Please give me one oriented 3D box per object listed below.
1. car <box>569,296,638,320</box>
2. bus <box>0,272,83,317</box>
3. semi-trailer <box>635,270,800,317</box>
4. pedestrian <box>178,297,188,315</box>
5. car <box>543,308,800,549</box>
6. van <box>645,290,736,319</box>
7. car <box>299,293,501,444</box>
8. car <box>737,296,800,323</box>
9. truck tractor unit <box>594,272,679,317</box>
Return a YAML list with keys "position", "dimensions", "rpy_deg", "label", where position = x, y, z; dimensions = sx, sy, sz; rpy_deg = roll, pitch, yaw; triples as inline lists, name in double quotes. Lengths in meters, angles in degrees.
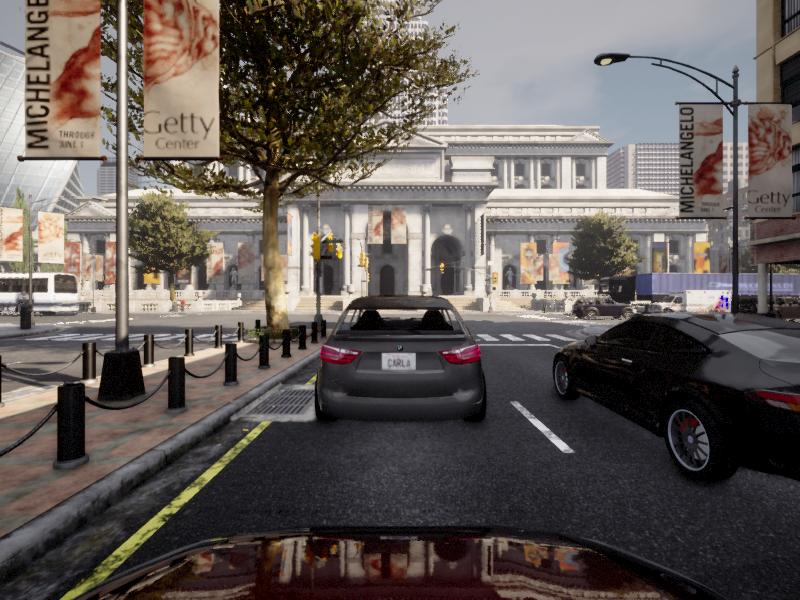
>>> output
- position: [16.293, 0.653, 32.168]
  dimensions: [4.605, 1.855, 1.932]
  rpy_deg: [0, 0, 0]
  label: "car"
- position: [-37.956, -0.535, 39.428]
  dimensions: [10.273, 4.253, 3.944]
  rpy_deg: [0, 0, 0]
  label: "bus"
- position: [30.866, -0.618, 39.160]
  dimensions: [14.254, 4.402, 2.717]
  rpy_deg: [0, 0, 0]
  label: "semi-trailer"
- position: [-23.019, 0.637, 42.461]
  dimensions: [0.751, 1.860, 0.751]
  rpy_deg: [0, 0, -2]
  label: "pedestrian"
- position: [3.472, 0.870, 4.859]
  dimensions: [1.812, 1.442, 4.674]
  rpy_deg: [0, 0, 0]
  label: "car"
- position: [25.690, 0.378, 35.601]
  dimensions: [6.366, 2.431, 2.351]
  rpy_deg: [0, 0, 0]
  label: "van"
- position: [0.019, 0.756, 6.742]
  dimensions: [2.242, 1.667, 4.611]
  rpy_deg: [0, 0, 0]
  label: "car"
- position: [27.217, 0.652, 28.587]
  dimensions: [4.605, 1.855, 1.932]
  rpy_deg: [0, 0, 0]
  label: "car"
- position: [22.955, -0.519, 39.125]
  dimensions: [6.516, 4.208, 3.053]
  rpy_deg: [0, 0, 0]
  label: "truck tractor unit"
